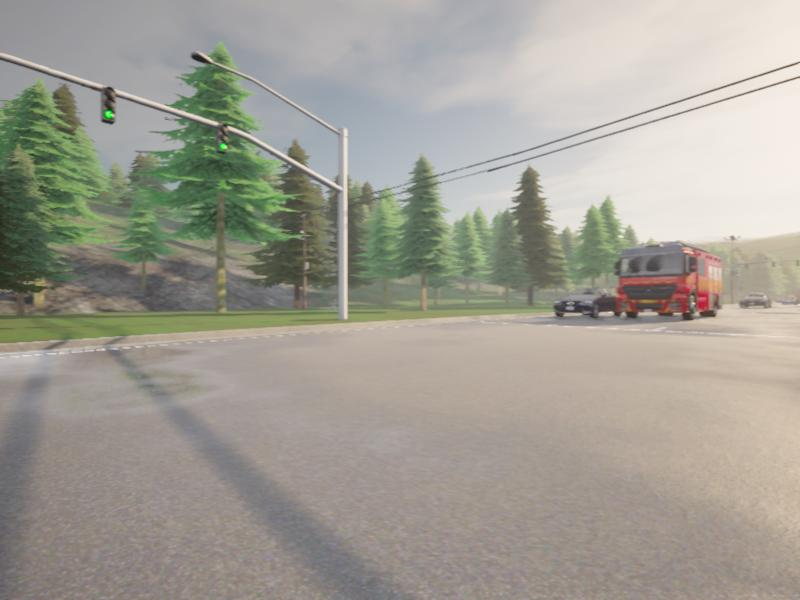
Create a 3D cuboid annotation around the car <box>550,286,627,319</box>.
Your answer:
[{"bbox_3d":[10.639,0.136,22.405,5.027,1.651,2.152,0,0,-43],"label":"car"}]

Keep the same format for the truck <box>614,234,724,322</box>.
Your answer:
[{"bbox_3d":[14.541,-0.969,21.255,8.468,3.827,2.891,0,0,-42],"label":"truck"}]

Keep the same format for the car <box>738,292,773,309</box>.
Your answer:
[{"bbox_3d":[36.584,0.076,41.134,5.027,1.651,2.152,0,0,-42],"label":"car"}]
